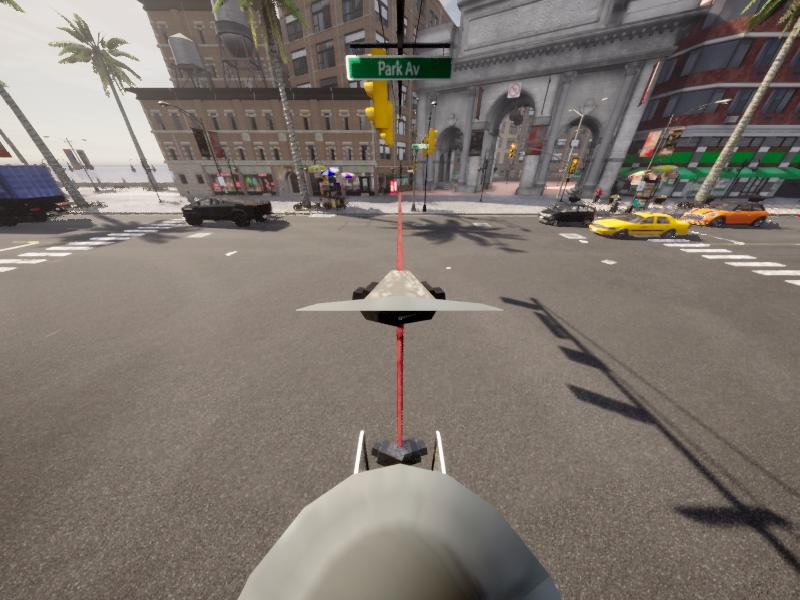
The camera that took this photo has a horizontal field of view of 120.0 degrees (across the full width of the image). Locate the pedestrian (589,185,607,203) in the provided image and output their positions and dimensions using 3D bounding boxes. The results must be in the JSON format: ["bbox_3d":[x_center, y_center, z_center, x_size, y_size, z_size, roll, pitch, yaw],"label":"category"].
[{"bbox_3d":[24.062,-12.867,28.097,0.751,1.860,0.751,-5,30,-9],"label":"pedestrian"}]

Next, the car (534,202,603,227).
[{"bbox_3d":[12.949,-6.657,17.979,3.705,1.549,1.789,0,30,1],"label":"car"}]

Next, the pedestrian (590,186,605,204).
[{"bbox_3d":[23.561,-12.562,27.562,0.751,1.860,0.751,-26,39,-37],"label":"pedestrian"}]

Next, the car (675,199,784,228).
[{"bbox_3d":[25.056,-6.690,17.799,4.553,1.767,2.097,0,30,1],"label":"car"}]

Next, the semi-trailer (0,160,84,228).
[{"bbox_3d":[-34.232,-8.119,17.646,14.254,4.402,2.717,1,30,1],"label":"semi-trailer"}]

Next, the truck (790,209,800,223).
[{"bbox_3d":[37.029,-7.472,17.122,8.468,3.827,2.891,1,30,2],"label":"truck"}]

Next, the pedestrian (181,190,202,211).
[{"bbox_3d":[-20.636,-9.874,22.895,0.751,1.860,0.751,16,34,26],"label":"pedestrian"}]

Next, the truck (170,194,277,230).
[{"bbox_3d":[-13.371,-6.903,17.863,6.274,2.098,2.390,4,30,7],"label":"truck"}]

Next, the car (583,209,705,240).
[{"bbox_3d":[15.422,-4.902,14.916,5.366,1.575,1.801,0,30,1],"label":"car"}]

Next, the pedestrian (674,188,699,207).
[{"bbox_3d":[31.302,-11.261,25.297,0.751,1.860,0.751,0,30,0],"label":"pedestrian"}]
